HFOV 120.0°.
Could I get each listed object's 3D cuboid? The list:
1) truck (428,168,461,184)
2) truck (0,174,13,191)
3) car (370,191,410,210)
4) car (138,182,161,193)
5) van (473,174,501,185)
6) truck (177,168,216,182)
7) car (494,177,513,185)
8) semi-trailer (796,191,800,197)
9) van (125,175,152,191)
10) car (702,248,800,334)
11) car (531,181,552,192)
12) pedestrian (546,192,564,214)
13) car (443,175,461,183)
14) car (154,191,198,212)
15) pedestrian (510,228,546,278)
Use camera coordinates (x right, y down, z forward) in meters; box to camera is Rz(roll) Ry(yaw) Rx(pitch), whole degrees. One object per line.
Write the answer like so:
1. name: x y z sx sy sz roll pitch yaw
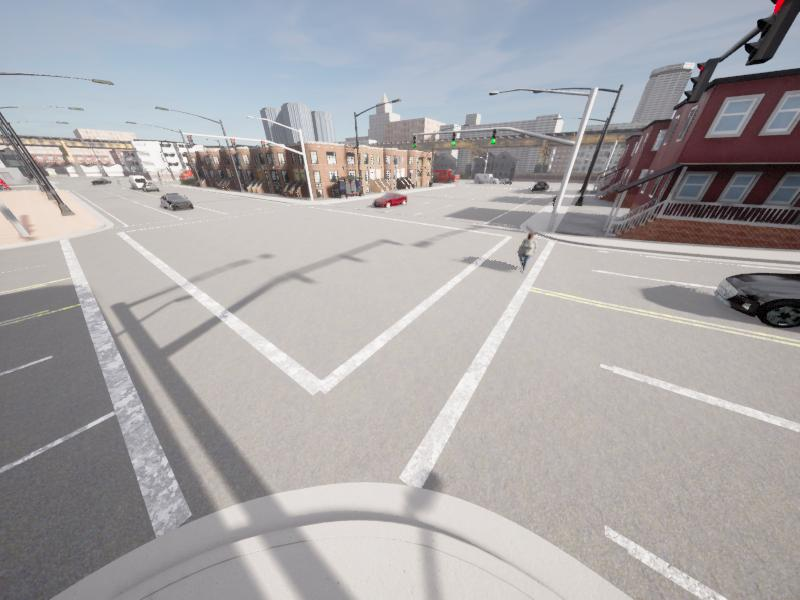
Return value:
1. truck: 12.344 -35.034 65.153 8.468 3.827 2.891 20 36 31
2. truck: -82.433 -22.518 43.717 2.891 3.827 8.468 19 36 30
3. car: -1.073 -11.807 27.212 1.882 1.535 5.008 20 36 31
4. car: -47.543 -21.412 43.855 3.988 1.617 1.851 20 36 31
5. van: 23.326 -32.554 62.257 6.366 2.431 2.351 20 36 31
6. truck: -67.641 -41.857 76.966 2.891 3.827 8.468 21 36 32
7. car: 28.068 -32.334 62.770 2.038 1.542 4.974 -8 31 -12
8. semi-trailer: 69.372 -16.220 31.971 14.254 4.402 2.717 19 35 29
9. van: -54.032 -24.244 47.712 5.915 2.561 1.988 20 36 31
10. car: 12.056 0.004 5.797 4.856 1.649 2.033 15 33 33
11. car: 27.972 -22.551 45.688 2.242 1.667 4.611 23 37 34
12. pedestrian: 14.854 -9.291 22.178 0.751 1.860 0.751 25 38 36
13. car: 15.091 -35.353 67.656 4.605 1.855 1.932 20 36 31
14. car: -25.064 -11.054 25.804 5.238 1.638 1.930 20 36 31
15. pedestrian: 5.403 -1.992 9.813 0.751 1.860 0.751 24 38 35
